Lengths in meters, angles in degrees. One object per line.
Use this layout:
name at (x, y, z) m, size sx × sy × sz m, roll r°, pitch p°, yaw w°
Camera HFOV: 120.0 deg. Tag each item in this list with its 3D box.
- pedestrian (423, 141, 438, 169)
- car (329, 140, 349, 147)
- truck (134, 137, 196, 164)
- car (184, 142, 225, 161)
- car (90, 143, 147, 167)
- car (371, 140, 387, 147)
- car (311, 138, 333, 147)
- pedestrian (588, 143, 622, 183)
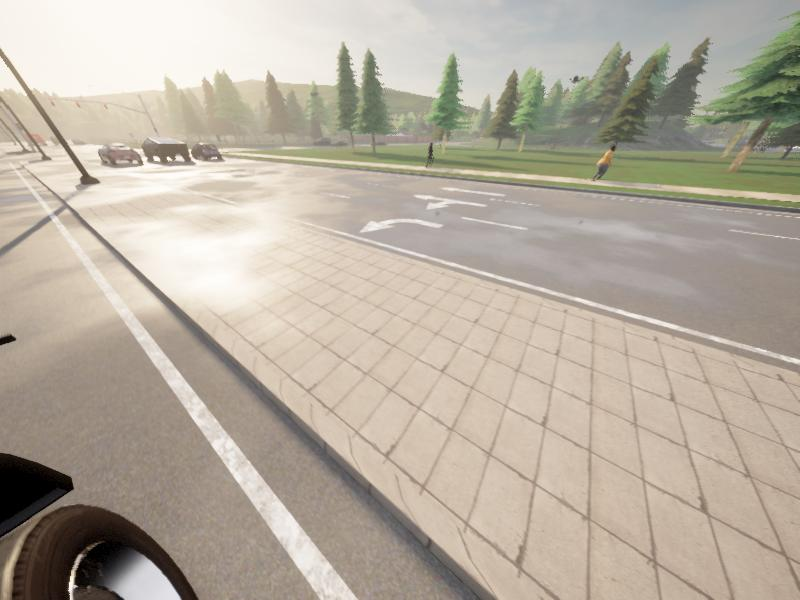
pedestrian at (2.386, -11.415, 18.196) m, size 0.751 × 1.860 × 0.751 m, roll 22°, pitch 41°, yaw 28°
car at (-16.166, -41.487, 61.291) m, size 1.837 × 1.490 × 4.892 m, roll 22°, pitch 41°, yaw 28°
truck at (-24.372, -15.565, 23.943) m, size 6.274 × 2.098 × 2.390 m, roll 22°, pitch 40°, yaw 27°
car at (-22.332, -16.995, 26.415) m, size 3.988 × 1.617 × 1.851 m, roll 22°, pitch 40°, yaw 27°
car at (-26.683, -13.846, 21.898) m, size 5.027 × 1.651 × 2.152 m, roll 22°, pitch 40°, yaw 27°
car at (-6.150, -46.111, 67.990) m, size 2.128 × 1.511 × 4.902 m, roll 22°, pitch 41°, yaw 28°
car at (-21.715, -44.193, 64.615) m, size 2.150 × 2.045 × 5.566 m, roll 22°, pitch 41°, yaw 28°
pedestrian at (11.498, -7.686, 12.988) m, size 0.751 × 1.860 × 0.751 m, roll 23°, pitch 41°, yaw 29°
